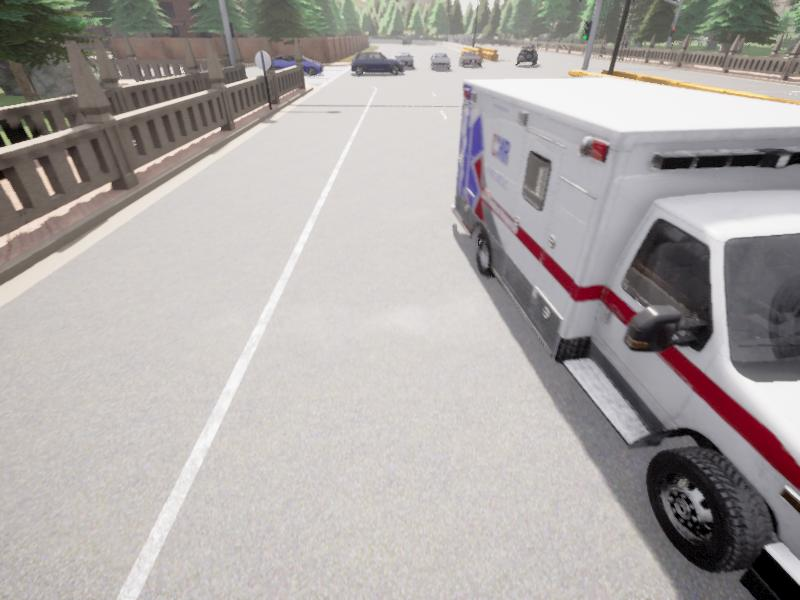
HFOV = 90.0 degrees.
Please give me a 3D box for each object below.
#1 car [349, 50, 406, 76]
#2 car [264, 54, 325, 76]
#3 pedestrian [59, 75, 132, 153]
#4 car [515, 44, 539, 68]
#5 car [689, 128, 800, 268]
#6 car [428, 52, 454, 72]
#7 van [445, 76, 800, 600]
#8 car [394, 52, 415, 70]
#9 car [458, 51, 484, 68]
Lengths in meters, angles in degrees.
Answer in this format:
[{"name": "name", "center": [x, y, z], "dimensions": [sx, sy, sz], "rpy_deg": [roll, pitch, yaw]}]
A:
[{"name": "car", "center": [-1.954, -20.268, 34.123], "dimensions": [4.553, 1.767, 2.097], "rpy_deg": [-5, 34, -8]}, {"name": "car", "center": [-8.746, -19.711, 33.529], "dimensions": [4.514, 1.525, 2.007], "rpy_deg": [-1, 34, -1]}, {"name": "pedestrian", "center": [-8.317, -5.109, 11.023], "dimensions": [0.751, 1.860, 0.751], "rpy_deg": [1, 34, 2]}, {"name": "car", "center": [13.914, -26.653, 43.622], "dimensions": [1.932, 1.855, 4.605], "rpy_deg": [12, 36, 14]}, {"name": "car", "center": [7.075, -1.613, 6.446], "dimensions": [1.970, 1.475, 3.806], "rpy_deg": [0, 34, 0]}, {"name": "car", "center": [3.897, -23.405, 39.187], "dimensions": [2.033, 1.411, 5.357], "rpy_deg": [0, 34, 0]}, {"name": "van", "center": [2.429, -0.723, 4.237], "dimensions": [2.351, 2.431, 6.366], "rpy_deg": [-4, 33, -7]}, {"name": "car", "center": [0.406, -23.948, 40.023], "dimensions": [1.994, 1.385, 4.181], "rpy_deg": [0, 34, 1]}, {"name": "car", "center": [7.410, -25.381, 42.171], "dimensions": [1.994, 1.385, 4.181], "rpy_deg": [0, 34, 0]}]
